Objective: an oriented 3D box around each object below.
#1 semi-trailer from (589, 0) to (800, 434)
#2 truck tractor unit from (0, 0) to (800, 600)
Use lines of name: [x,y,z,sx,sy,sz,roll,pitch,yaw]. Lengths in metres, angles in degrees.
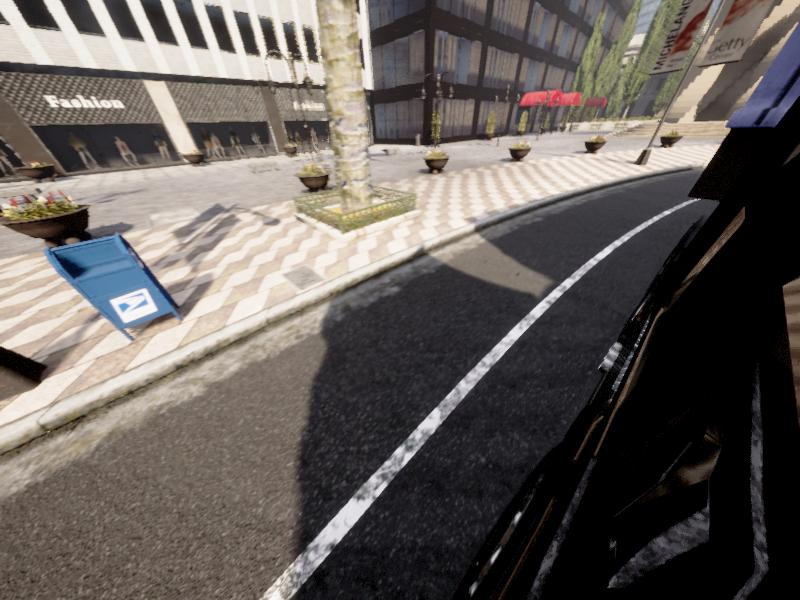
semi-trailer: [9.289,-3.111,3.552,14.254,4.402,2.717,-21,40,-22]
truck tractor unit: [2.645,-0.295,0.351,6.516,4.208,3.053,-28,44,-30]
